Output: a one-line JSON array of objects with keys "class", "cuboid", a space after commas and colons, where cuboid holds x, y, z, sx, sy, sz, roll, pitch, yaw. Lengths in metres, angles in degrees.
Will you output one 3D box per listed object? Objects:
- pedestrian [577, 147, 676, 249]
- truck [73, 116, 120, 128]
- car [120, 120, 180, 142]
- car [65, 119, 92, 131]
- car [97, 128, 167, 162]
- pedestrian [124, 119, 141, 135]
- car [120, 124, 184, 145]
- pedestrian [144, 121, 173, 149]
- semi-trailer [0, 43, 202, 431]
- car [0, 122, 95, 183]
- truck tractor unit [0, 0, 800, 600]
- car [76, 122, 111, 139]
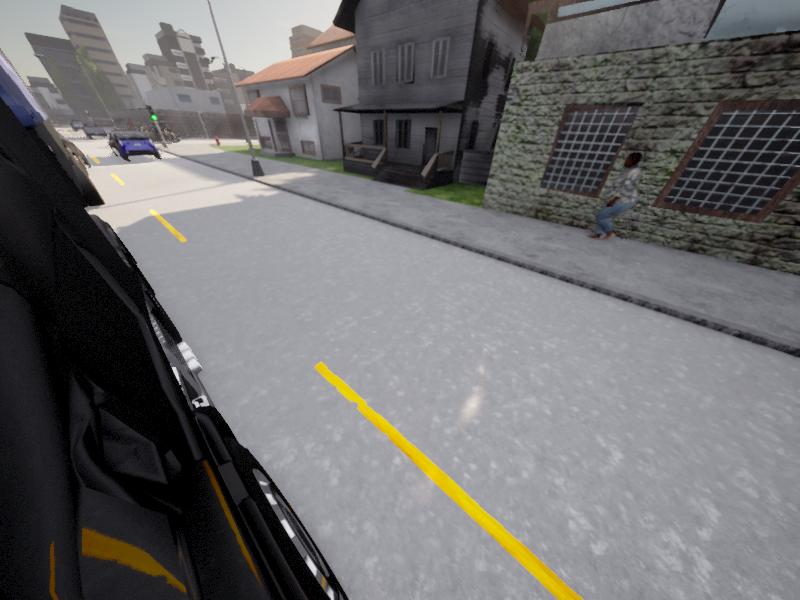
[{"class": "pedestrian", "cuboid": [4.855, -2.223, 5.096, 0.751, 1.860, 0.751, 28, 44, 30]}, {"class": "truck", "cuboid": [-72.367, -42.507, 55.192, 2.390, 2.098, 6.274, 23, 41, 25]}, {"class": "car", "cuboid": [-28.317, -19.188, 26.343, 1.905, 1.878, 3.866, 21, 40, 24]}, {"class": "car", "cuboid": [-57.228, -31.169, 41.130, 4.856, 1.649, 2.033, 28, 44, 30]}, {"class": "car", "cuboid": [-17.513, -10.177, 15.091, 4.514, 1.525, 2.007, 28, 44, 30]}, {"class": "pedestrian", "cuboid": [-39.483, -25.518, 34.058, 0.751, 1.860, 0.751, 23, 41, 26]}, {"class": "car", "cuboid": [-25.628, -17.238, 24.096, 1.851, 1.617, 3.988, 7, 37, 6]}, {"class": "pedestrian", "cuboid": [-20.399, -13.986, 19.573, 0.751, 1.860, 0.751, 8, 37, 8]}, {"class": "semi-trailer", "cuboid": [-8.695, -3.590, 4.254, 14.254, 4.402, 2.717, 28, 44, 30]}, {"class": "car", "cuboid": [-15.548, -6.505, 10.076, 1.932, 1.855, 4.605, -29, 45, -35]}, {"class": "truck tractor unit", "cuboid": [-2.645, -0.295, 0.351, 6.516, 4.208, 3.053, 28, 44, 30]}, {"class": "car", "cuboid": [-36.984, -20.452, 27.873, 3.633, 1.501, 1.845, 28, 44, 30]}]
